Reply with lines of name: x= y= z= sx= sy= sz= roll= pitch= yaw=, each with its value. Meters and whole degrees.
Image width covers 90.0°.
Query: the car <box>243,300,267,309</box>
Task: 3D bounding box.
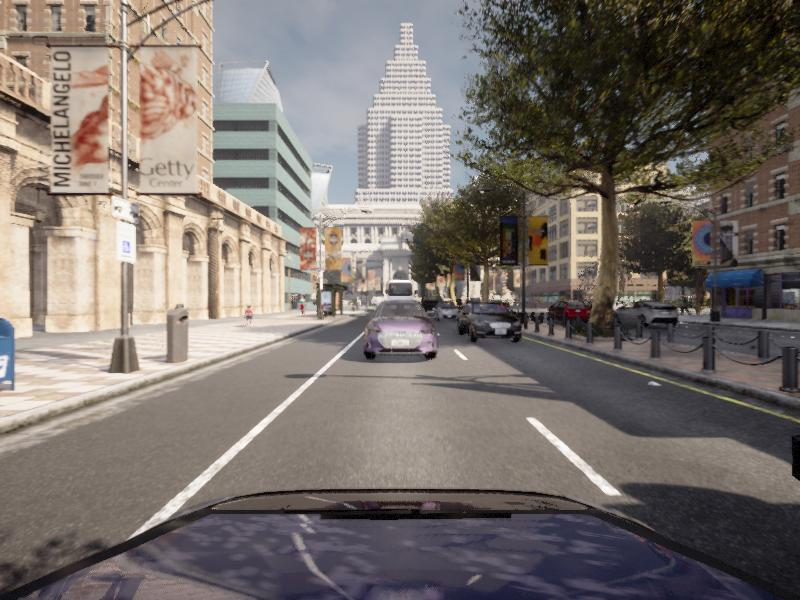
car: x=-23.434 y=0.714 z=64.678 sx=2.128 sy=1.511 sz=4.902 roll=0 pitch=0 yaw=0

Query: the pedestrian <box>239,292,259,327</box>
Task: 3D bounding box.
pedestrian: x=-8.114 y=0.484 z=21.516 sx=0.751 sy=1.860 sz=0.751 roll=0 pitch=0 yaw=2

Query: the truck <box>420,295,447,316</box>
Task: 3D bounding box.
truck: x=3.510 y=0.540 z=43.377 sx=2.390 sy=2.098 sz=6.274 roll=0 pitch=0 yaw=0

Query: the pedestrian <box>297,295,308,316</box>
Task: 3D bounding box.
pedestrian: x=-8.479 y=0.483 z=34.724 sx=0.751 sy=1.860 sz=0.751 roll=0 pitch=0 yaw=7

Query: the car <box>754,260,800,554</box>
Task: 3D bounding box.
car: x=3.495 y=0.655 z=0.541 sx=1.932 sy=1.855 sz=4.605 roll=0 pitch=-1 yaw=0

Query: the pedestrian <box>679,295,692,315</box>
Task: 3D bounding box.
pedestrian: x=27.389 y=0.483 z=38.404 sx=0.751 sy=1.860 sz=0.751 roll=0 pitch=0 yaw=5

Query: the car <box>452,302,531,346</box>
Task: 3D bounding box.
car: x=3.506 y=0.836 z=16.339 sx=2.128 sy=1.511 sz=4.902 roll=0 pitch=0 yaw=0

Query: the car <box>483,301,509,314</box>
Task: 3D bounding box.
car: x=11.509 y=0.826 z=48.274 sx=2.007 sy=1.525 sz=4.514 roll=0 pitch=0 yaw=0

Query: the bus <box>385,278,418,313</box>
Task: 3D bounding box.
bus: x=0.138 y=-0.537 z=53.861 sx=3.944 sy=4.253 sz=10.273 roll=0 pitch=0 yaw=0

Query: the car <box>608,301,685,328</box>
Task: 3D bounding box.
car: x=15.005 y=0.827 z=24.709 sx=2.007 sy=1.525 sz=4.514 roll=0 pitch=0 yaw=0

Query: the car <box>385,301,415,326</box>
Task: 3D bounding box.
car: x=0.009 y=0.842 z=26.886 sx=1.837 sy=1.490 sz=4.892 roll=0 pitch=0 yaw=0

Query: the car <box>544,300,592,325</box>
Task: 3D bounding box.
car: x=11.505 y=0.815 z=27.643 sx=1.789 sy=1.549 sz=3.705 roll=0 pitch=0 yaw=0

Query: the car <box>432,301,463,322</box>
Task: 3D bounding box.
car: x=3.511 y=0.826 z=30.173 sx=1.845 sy=1.501 sz=3.633 roll=0 pitch=0 yaw=0

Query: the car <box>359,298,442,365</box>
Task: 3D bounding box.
car: x=0.008 y=0.777 z=12.258 sx=2.033 sy=1.649 sz=4.856 roll=0 pitch=0 yaw=0
